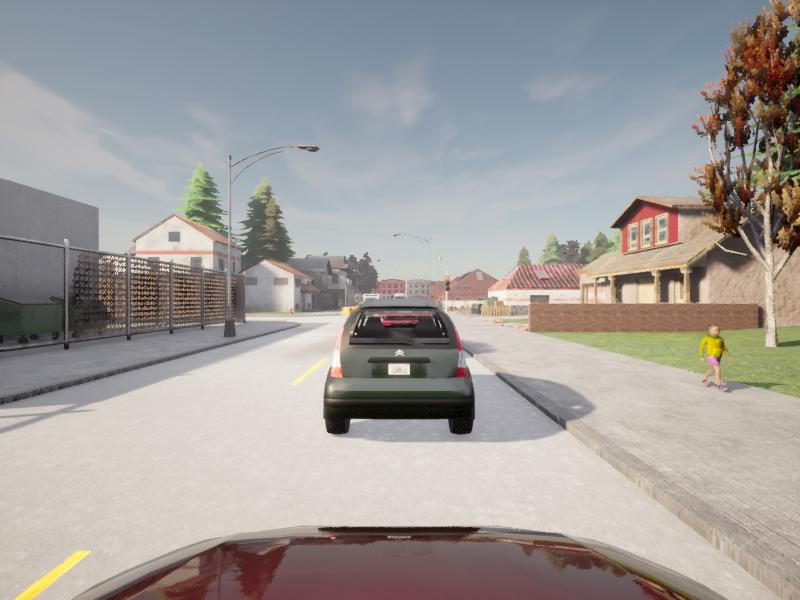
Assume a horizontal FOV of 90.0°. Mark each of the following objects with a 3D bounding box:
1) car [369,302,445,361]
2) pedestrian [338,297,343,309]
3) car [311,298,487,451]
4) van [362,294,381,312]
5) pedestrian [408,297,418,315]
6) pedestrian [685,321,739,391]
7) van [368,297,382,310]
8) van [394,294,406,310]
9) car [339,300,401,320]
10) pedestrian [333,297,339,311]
[{"bbox_3d":[0.127,0.828,12.723,2.007,1.525,4.514,0,0,-2],"label":"car"},{"bbox_3d":[-9.322,0.533,62.847,0.751,1.860,0.751,0,0,-2],"label":"pedestrian"},{"bbox_3d":[-0.005,0.788,6.219,1.851,1.617,3.988,0,0,0],"label":"car"},{"bbox_3d":[-4.044,0.377,57.411,2.351,2.431,6.366,0,0,0],"label":"van"},{"bbox_3d":[1.345,0.637,41.419,0.751,1.860,0.751,0,0,-25],"label":"pedestrian"},{"bbox_3d":[5.175,0.913,6.656,0.500,1.100,0.500,0,0,0],"label":"pedestrian"},{"bbox_3d":[-4.048,0.570,65.642,2.069,2.038,4.480,0,0,0],"label":"van"},{"bbox_3d":[-0.043,0.317,66.820,1.988,2.561,5.915,0,-1,0],"label":"van"},{"bbox_3d":[-2.556,0.802,35.028,5.366,1.575,1.801,0,0,-38],"label":"car"},{"bbox_3d":[-8.558,0.534,53.354,0.751,1.860,0.751,0,0,-18],"label":"pedestrian"}]
